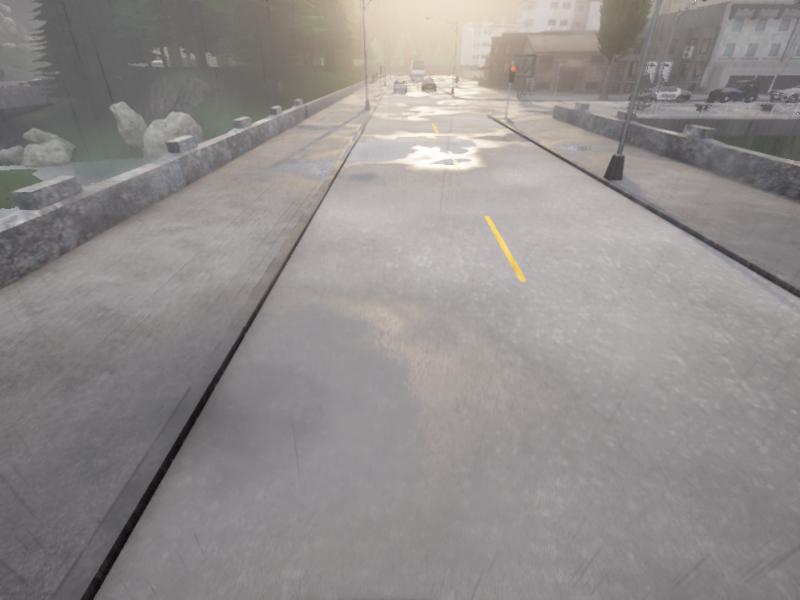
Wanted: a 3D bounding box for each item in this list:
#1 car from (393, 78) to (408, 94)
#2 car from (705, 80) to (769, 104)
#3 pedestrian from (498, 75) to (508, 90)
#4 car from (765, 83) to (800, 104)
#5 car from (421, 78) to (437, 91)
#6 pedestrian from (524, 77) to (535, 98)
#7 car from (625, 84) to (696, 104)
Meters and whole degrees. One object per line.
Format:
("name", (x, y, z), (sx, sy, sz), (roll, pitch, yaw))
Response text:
("car", (0.059, -28.115, 52.482), (1.851, 1.617, 3.988), (0, 30, 0))
("car", (31.431, -19.469, 37.424), (3.866, 1.878, 1.905), (0, 30, 0))
("pedestrian", (14.341, -30.250, 55.639), (0.751, 1.860, 0.751), (-10, 32, -17))
("car", (37.924, -19.352, 37.493), (5.027, 1.651, 2.152), (0, 30, 0))
("car", (4.117, -30.935, 57.386), (2.038, 1.542, 4.974), (0, 31, 0))
("pedestrian", (13.755, -22.532, 42.418), (0.751, 1.860, 0.751), (5, 31, 9))
("car", (24.318, -19.308, 37.500), (4.974, 1.542, 2.038), (0, 30, 1))
